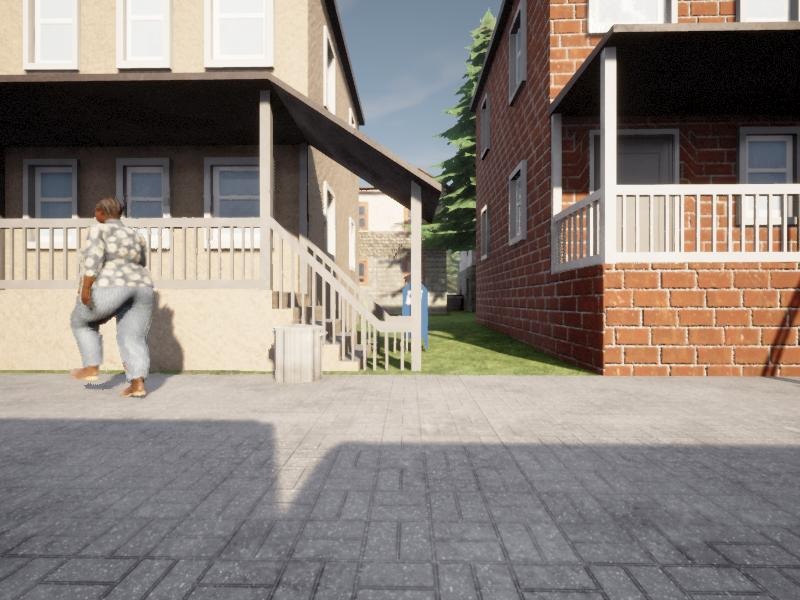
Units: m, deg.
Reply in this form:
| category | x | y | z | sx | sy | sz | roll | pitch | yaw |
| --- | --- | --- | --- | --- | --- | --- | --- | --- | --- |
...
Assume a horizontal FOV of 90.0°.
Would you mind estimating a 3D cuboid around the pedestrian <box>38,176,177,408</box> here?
| category | x | y | z | sx | sy | sz | roll | pitch | yaw |
| --- | --- | --- | --- | --- | --- | --- | --- | --- | --- |
| pedestrian | -2.661 | -0.067 | 3.690 | 0.751 | 1.860 | 0.751 | 0 | 0 | 21 |
